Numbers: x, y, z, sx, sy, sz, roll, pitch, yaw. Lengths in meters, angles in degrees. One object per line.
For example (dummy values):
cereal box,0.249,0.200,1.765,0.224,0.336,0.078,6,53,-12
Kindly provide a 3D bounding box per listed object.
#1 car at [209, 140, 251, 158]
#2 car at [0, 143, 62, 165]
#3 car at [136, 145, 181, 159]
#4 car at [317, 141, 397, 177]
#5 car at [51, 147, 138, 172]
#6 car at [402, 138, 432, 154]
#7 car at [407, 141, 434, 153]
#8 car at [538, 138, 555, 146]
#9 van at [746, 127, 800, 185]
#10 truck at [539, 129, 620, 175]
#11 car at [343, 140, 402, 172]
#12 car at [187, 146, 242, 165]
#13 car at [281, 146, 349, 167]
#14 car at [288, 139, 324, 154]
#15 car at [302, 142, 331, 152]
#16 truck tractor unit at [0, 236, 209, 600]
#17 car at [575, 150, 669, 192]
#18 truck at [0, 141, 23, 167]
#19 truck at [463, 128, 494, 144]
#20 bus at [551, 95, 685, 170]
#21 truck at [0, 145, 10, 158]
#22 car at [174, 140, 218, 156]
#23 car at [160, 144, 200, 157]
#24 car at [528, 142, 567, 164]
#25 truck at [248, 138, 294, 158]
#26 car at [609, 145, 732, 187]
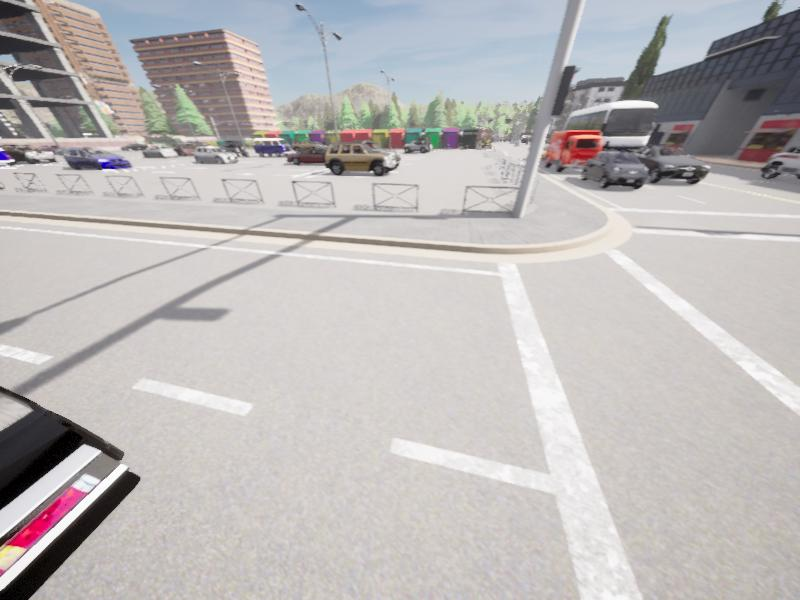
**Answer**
car,-22.659,-20.276,30.946,3.866,1.878,1.905,7,36,11
car,-39.973,-15.662,24.738,4.605,1.855,1.932,7,36,11
car,-31.776,-19.499,30.418,3.806,1.475,1.970,7,36,11
car,-2.643,-9.284,15.140,4.605,1.855,1.932,7,36,11
car,-25.887,-12.046,19.708,4.611,1.667,2.242,7,36,11
car,2.424,-22.032,32.997,3.866,1.878,1.905,7,36,11
car,3.087,-23.475,35.430,3.806,1.475,1.970,7,36,11
car,36.192,-39.116,57.140,2.033,1.411,5.357,8,36,12
van,21.684,-6.620,10.780,2.351,2.431,6.366,8,36,11
truck,12.774,-11.044,17.117,2.627,2.467,5.204,8,36,12
car,-1.941,-10.914,17.427,3.866,1.878,1.905,7,36,11
car,-18.353,-14.387,23.000,3.806,1.475,1.970,7,36,11
car,-7.606,-13.050,20.928,5.357,1.415,2.033,7,36,11
car,-14.653,-24.164,36.278,4.605,1.855,1.932,7,36,11
car,-13.939,-25.625,38.685,3.905,1.438,1.784,7,36,11
truck tractor unit,-5.317,-0.004,0.367,6.516,4.208,3.053,8,36,11
car,11.153,-6.825,12.020,1.845,1.501,3.633,7,36,11
truck,-40.555,-14.091,22.374,4.478,2.038,2.069,7,36,11
truck,23.756,-49.929,70.470,8.468,3.827,2.891,8,36,12
bus,17.763,-14.662,20.588,3.944,4.253,10.273,8,36,12
truck,-63.818,-22.321,34.165,2.627,2.467,5.204,7,36,11
car,-30.575,-22.862,34.711,4.605,1.855,1.932,7,36,11
car,-31.126,-21.164,32.695,3.905,1.438,1.784,7,36,11
car,14.625,-14.876,23.246,1.801,1.575,5.366,8,36,12
truck,-16.442,-19.581,29.695,4.478,2.038,2.069,7,36,11
car,15.226,-8.058,13.606,2.152,1.651,5.027,7,36,11
